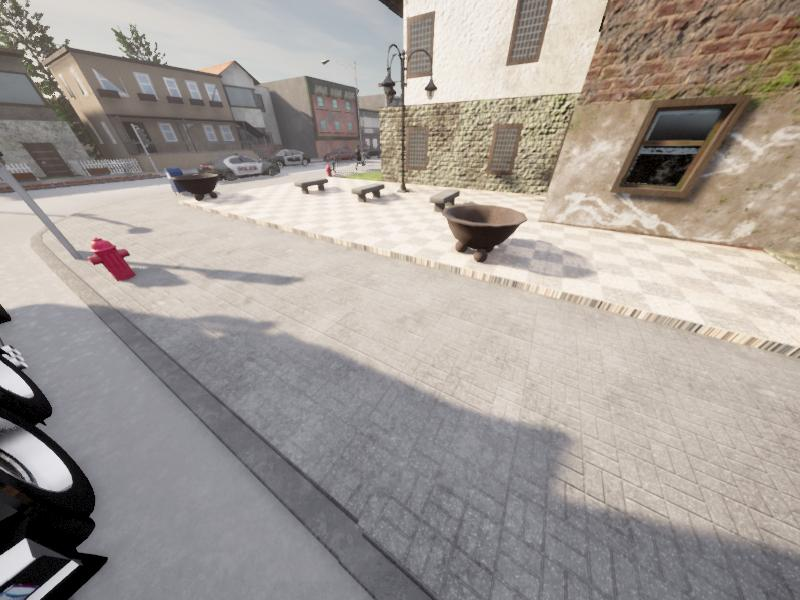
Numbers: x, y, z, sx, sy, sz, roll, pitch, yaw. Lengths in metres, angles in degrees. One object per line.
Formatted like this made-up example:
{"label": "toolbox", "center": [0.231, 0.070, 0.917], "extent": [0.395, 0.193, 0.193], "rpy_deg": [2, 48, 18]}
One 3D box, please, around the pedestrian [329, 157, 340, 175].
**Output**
{"label": "pedestrian", "center": [-4.821, -9.907, 17.049], "extent": [0.500, 1.100, 0.500], "rpy_deg": [-25, 42, -31]}

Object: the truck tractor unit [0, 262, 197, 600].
{"label": "truck tractor unit", "center": [-5.109, -0.303, 0.784], "extent": [6.516, 4.208, 3.053], "rpy_deg": [18, 39, 24]}

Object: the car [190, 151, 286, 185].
{"label": "car", "center": [-11.045, -9.411, 16.251], "extent": [2.038, 1.542, 4.974], "rpy_deg": [19, 39, 25]}

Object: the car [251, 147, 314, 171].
{"label": "car", "center": [-11.223, -13.896, 22.589], "extent": [1.930, 1.638, 5.238], "rpy_deg": [18, 39, 24]}
